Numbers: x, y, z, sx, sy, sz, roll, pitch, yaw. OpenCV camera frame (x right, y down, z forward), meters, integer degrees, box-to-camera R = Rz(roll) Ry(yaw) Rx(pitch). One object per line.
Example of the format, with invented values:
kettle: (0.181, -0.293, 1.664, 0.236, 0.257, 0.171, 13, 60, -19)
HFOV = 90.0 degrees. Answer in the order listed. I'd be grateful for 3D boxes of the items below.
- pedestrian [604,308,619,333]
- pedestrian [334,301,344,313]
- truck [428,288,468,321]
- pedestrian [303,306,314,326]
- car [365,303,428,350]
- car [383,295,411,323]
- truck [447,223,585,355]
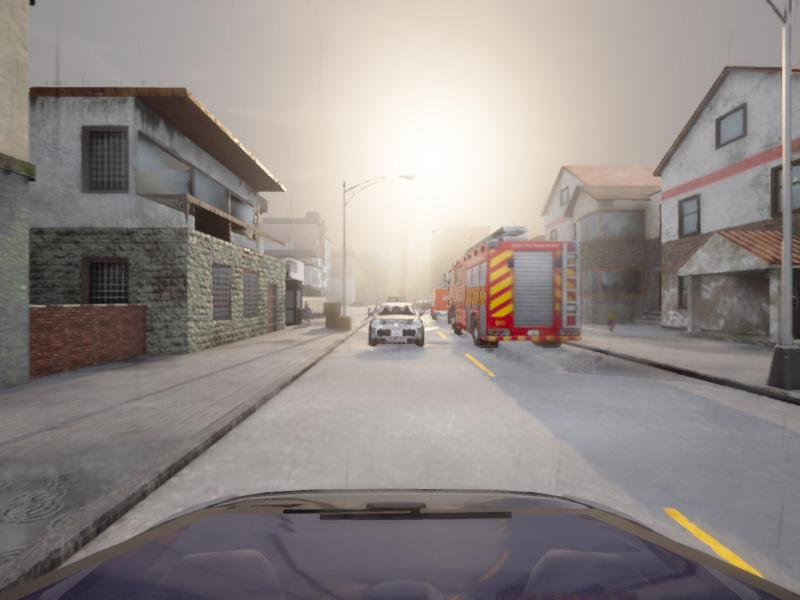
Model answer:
pedestrian: (9.534, 0.903, 18.019, 0.500, 1.100, 0.500, 0, 0, 17)
pedestrian: (-6.700, 0.803, 44.059, 0.751, 1.300, 0.751, 0, 0, 21)
truck: (3.729, 0.336, 32.221, 2.627, 2.467, 5.204, 0, 0, 0)
pedestrian: (-5.072, 0.901, 22.266, 0.500, 1.100, 0.500, 0, 0, 3)
car: (-0.120, 0.845, 14.585, 1.970, 1.475, 3.806, 0, 0, 0)
car: (-0.228, 0.630, 28.929, 1.905, 1.878, 3.866, 0, 0, 0)
truck: (3.888, -0.329, 15.857, 2.891, 3.827, 8.468, 0, 0, -1)
